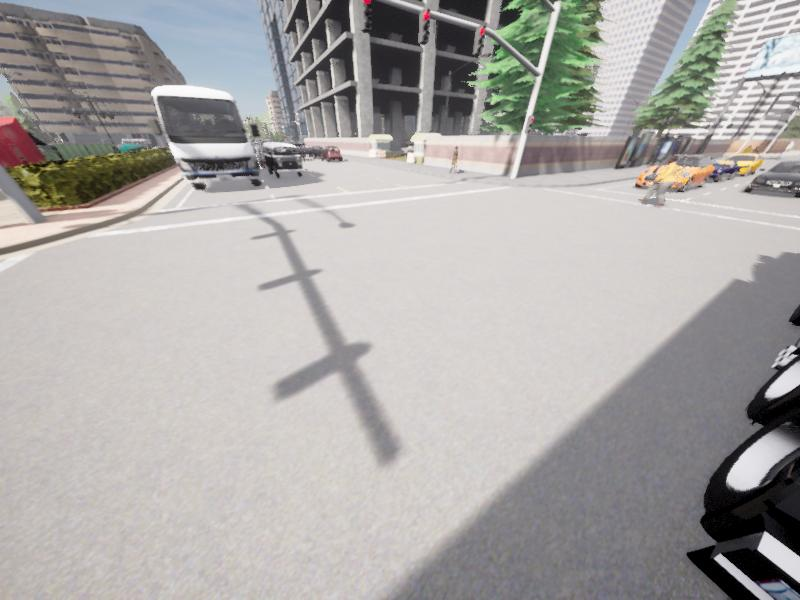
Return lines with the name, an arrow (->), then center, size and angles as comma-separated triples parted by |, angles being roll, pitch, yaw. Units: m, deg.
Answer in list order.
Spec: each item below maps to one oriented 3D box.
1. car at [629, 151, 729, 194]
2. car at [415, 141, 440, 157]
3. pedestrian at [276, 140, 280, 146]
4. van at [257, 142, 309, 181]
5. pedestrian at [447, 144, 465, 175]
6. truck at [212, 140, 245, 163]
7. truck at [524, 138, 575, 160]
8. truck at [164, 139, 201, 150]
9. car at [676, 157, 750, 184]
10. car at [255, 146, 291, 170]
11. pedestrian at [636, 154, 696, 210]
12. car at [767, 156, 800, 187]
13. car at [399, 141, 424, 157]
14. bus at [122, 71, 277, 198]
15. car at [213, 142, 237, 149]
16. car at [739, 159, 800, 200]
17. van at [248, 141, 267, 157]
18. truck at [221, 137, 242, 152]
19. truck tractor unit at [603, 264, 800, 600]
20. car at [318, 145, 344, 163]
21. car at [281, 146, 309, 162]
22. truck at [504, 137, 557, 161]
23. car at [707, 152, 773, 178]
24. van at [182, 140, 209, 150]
car -> 16.014, -7.434, 13.298 | 4.553, 1.767, 2.097 | -18, 39, -24
car -> 4.194, -23.811, 36.375 | 1.905, 1.878, 3.866 | -18, 39, -24
pedestrian -> -45.863, -59.133, 86.804 | 0.751, 1.860, 0.751 | -13, 37, -18
van -> -8.459, -10.079, 16.604 | 2.069, 2.038, 4.480 | -21, 40, -28
pedestrian -> 3.970, -10.086, 16.559 | 0.751, 1.860, 0.751 | -10, 36, -15
truck -> -20.541, -18.038, 27.920 | 2.390, 2.098, 6.274 | -18, 39, -25
truck -> 21.356, -21.938, 33.355 | 2.615, 2.467, 5.204 | -18, 39, -24
truck -> -55.098, -39.491, 58.640 | 6.274, 2.098, 2.390 | -18, 39, -24
car -> 22.084, -9.197, 16.321 | 4.718, 1.301, 1.895 | -18, 39, -24
car -> -12.306, -13.729, 22.197 | 2.152, 1.651, 5.027 | -18, 39, -25
pedestrian -> 10.532, -4.705, 9.205 | 0.751, 1.860, 0.751 | -24, 42, -31
car -> 27.035, -8.580, 15.298 | 4.892, 1.490, 1.837 | -18, 39, -24
car -> 1.646, -22.983, 35.162 | 1.905, 1.878, 3.866 | -18, 39, -24
bus -> -10.895, -9.613, 13.975 | 3.944, 4.253, 10.273 | -18, 39, -25
car -> -47.768, -42.207, 63.178 | 2.007, 1.525, 4.514 | 25, 42, 31
car -> 20.786, -6.554, 12.330 | 4.892, 1.490, 1.837 | -18, 39, -24
van -> -22.654, -24.017, 36.611 | 1.775, 1.987, 4.442 | -18, 39, -25
truck -> -35.008, -32.363, 48.109 | 2.627, 2.467, 5.204 | -18, 39, -25
truck tractor unit -> 5.106, -0.305, 0.788 | 6.516, 4.208, 3.053 | -18, 39, -24
car -> -8.446, -17.856, 28.184 | 1.851, 1.617, 3.988 | -18, 39, -25
car -> -13.578, -18.884, 29.708 | 2.128, 1.511, 4.902 | -18, 39, -25
truck -> 17.621, -20.724, 31.577 | 2.615, 2.467, 5.204 | -18, 39, -24
car -> 28.095, -11.243, 19.102 | 5.008, 1.535, 1.882 | -18, 39, -24
van -> -50.800, -38.542, 57.408 | 4.442, 1.987, 1.775 | -18, 39, -24
